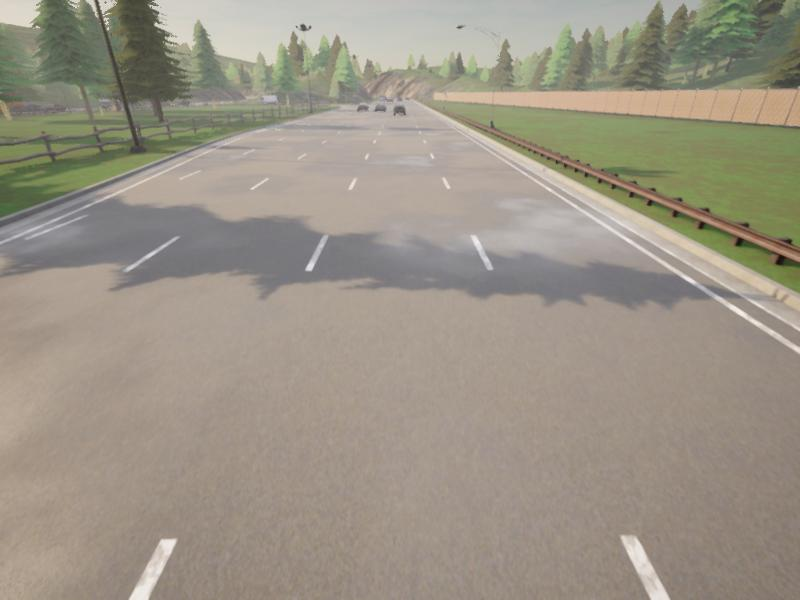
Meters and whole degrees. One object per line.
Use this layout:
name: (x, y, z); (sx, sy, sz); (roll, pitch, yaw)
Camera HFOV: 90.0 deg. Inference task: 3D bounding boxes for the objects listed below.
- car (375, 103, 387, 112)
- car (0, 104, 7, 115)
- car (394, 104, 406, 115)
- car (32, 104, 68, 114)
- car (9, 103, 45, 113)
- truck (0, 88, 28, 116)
car: (-3.554, -35.798, 74.293); (1.994, 1.385, 4.181); (0, 27, 0)
car: (-68.058, -31.316, 65.900); (2.007, 1.525, 4.514); (0, 27, 0)
car: (-0.047, -30.089, 63.113); (1.837, 1.490, 4.892); (0, 27, 0)
car: (-61.046, -33.437, 69.910); (1.837, 1.490, 4.892); (0, 27, 0)
car: (-68.037, -35.089, 73.105); (1.882, 1.535, 5.008); (0, 27, 0)
truck: (-64.573, -31.326, 63.313); (2.891, 3.827, 8.468); (0, 27, 0)
